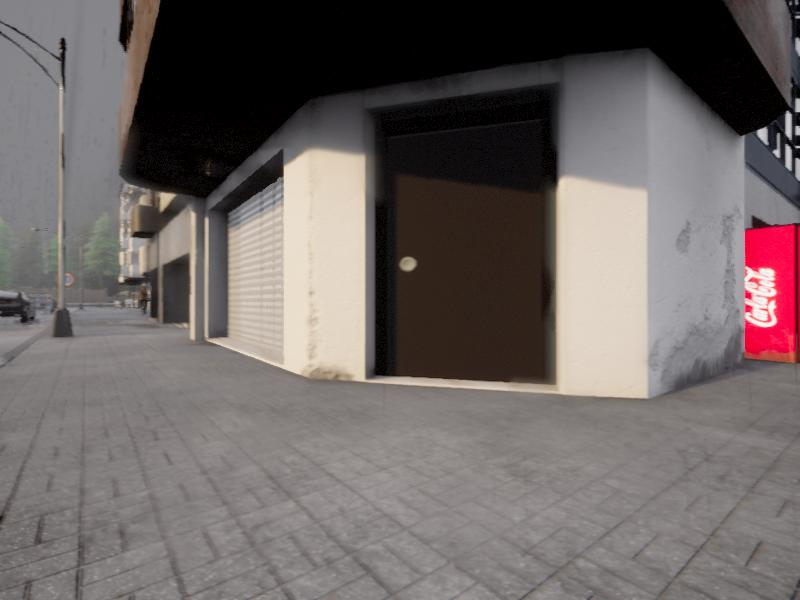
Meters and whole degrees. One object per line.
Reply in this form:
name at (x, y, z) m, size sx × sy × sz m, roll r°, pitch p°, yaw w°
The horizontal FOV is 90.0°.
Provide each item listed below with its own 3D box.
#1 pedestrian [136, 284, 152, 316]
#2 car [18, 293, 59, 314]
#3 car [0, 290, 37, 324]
pedestrian at (-15.512, 0.010, 24.234) m, size 0.751 × 1.860 × 0.751 m, roll 0°, pitch 0°, yaw -39°
car at (-29.646, 0.278, 32.947) m, size 2.152 × 1.651 × 5.027 m, roll 0°, pitch 0°, yaw -38°
car at (-18.842, 0.302, 19.121) m, size 1.837 × 1.490 × 4.892 m, roll 0°, pitch 0°, yaw -38°
